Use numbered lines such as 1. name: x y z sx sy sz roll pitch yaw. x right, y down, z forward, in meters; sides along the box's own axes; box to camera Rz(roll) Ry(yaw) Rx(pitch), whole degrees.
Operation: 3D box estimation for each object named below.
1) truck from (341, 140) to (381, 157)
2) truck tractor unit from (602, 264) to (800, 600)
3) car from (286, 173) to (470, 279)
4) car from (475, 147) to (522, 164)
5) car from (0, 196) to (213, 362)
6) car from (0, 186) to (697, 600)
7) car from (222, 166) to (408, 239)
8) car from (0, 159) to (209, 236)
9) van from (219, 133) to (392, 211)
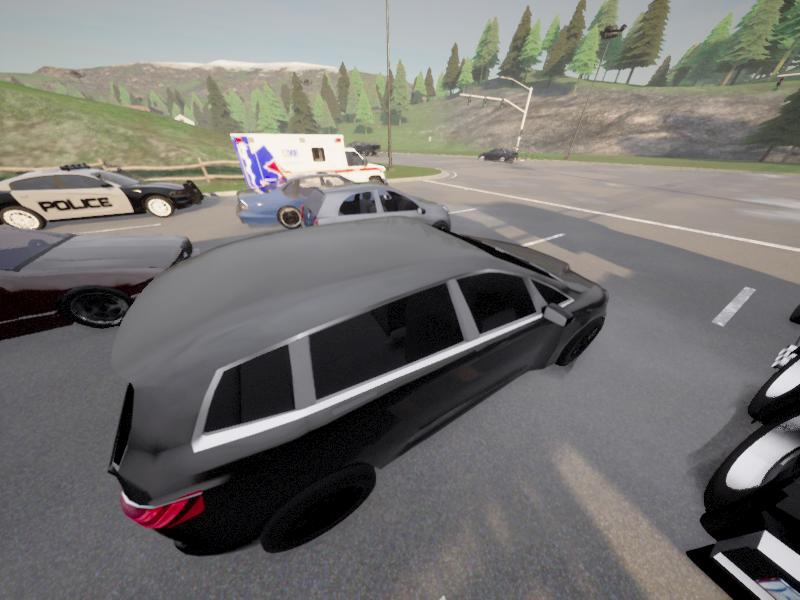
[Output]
1. truck: -6.324 -24.696 37.638 6.274 2.098 2.390 22 40 28
2. truck tractor unit: 5.108 -0.304 0.784 6.516 4.208 3.053 -18 39 -24
3. car: -0.449 -2.004 5.545 3.633 1.501 1.845 -18 39 -24
4. car: 12.005 -17.877 28.483 1.837 1.490 4.892 -22 41 -32
5. car: -6.015 -0.142 2.949 5.357 1.411 2.033 -18 39 -24
6. car: 0.261 0.010 2.529 4.611 1.667 2.242 -18 39 -24
7. car: -2.567 -3.563 7.892 5.357 1.411 2.033 -18 39 -24
8. car: -9.948 -3.572 7.642 5.238 1.638 1.930 -18 39 -24
9. van: -3.729 -5.915 10.361 6.366 2.431 2.351 -18 39 -24
